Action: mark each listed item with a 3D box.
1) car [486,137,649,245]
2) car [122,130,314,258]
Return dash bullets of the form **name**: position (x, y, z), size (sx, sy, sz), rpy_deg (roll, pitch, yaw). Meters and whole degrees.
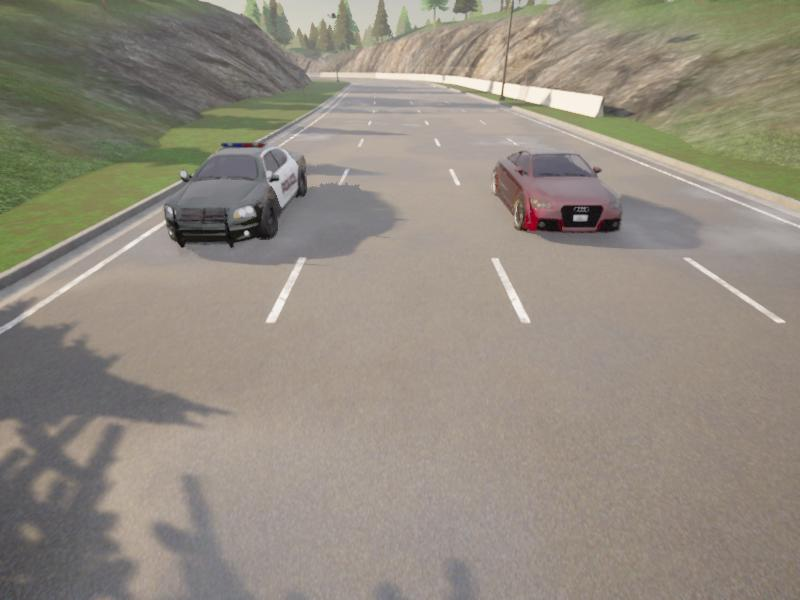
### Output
- **car**: position (3.472, -2.734, 9.322), size (1.994, 1.385, 4.181), rpy_deg (0, 30, 0)
- **car**: position (-3.528, -2.685, 9.079), size (2.038, 1.542, 4.974), rpy_deg (0, 30, 0)
